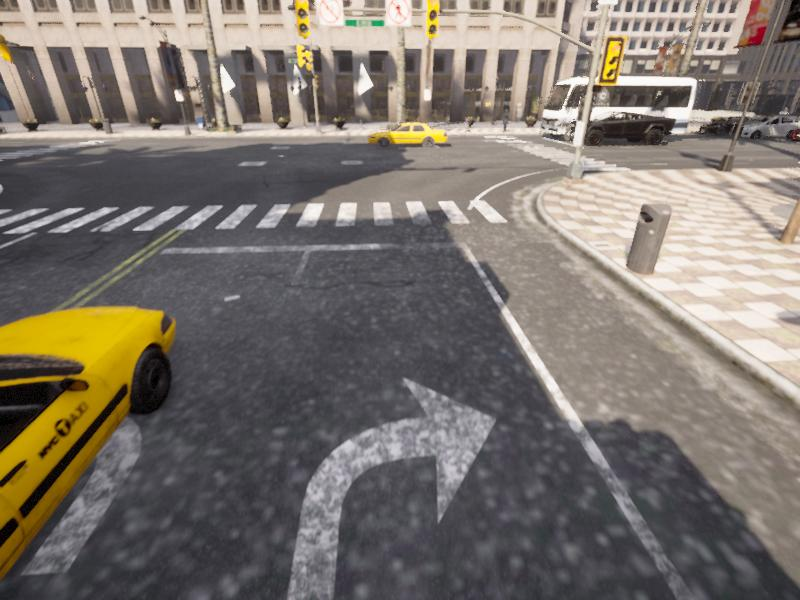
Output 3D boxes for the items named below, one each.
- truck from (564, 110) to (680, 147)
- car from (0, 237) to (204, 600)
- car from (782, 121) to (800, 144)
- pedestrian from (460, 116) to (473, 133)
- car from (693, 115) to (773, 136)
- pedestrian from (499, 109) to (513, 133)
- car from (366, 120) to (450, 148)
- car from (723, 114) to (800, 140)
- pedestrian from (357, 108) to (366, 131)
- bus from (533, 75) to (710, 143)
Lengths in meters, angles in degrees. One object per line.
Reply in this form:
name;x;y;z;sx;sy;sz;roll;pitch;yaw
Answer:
truck;14.962;-11.722;27.294;6.274;2.098;2.390;-2;27;-3
car;-3.380;1.202;2.608;1.801;1.575;5.366;-2;27;-3
car;30.234;-11.863;28.310;4.181;1.385;1.994;-2;27;-3
pedestrian;5.842;-15.462;35.155;0.751;1.300;0.751;-17;31;-29
car;28.280;-14.898;34.148;4.792;1.488;2.163;-2;27;-4
pedestrian;9.209;-15.628;34.850;0.751;1.860;0.751;18;32;31
car;0.477;-11.049;26.606;5.366;1.575;1.801;-2;27;-3
car;28.611;-13.546;31.284;4.611;1.667;2.242;-2;27;-3
pedestrian;-3.572;-16.678;36.962;0.751;1.860;0.751;-3;27;-5
bus;16.000;-14.225;29.839;10.273;4.253;3.944;-1;27;-3
